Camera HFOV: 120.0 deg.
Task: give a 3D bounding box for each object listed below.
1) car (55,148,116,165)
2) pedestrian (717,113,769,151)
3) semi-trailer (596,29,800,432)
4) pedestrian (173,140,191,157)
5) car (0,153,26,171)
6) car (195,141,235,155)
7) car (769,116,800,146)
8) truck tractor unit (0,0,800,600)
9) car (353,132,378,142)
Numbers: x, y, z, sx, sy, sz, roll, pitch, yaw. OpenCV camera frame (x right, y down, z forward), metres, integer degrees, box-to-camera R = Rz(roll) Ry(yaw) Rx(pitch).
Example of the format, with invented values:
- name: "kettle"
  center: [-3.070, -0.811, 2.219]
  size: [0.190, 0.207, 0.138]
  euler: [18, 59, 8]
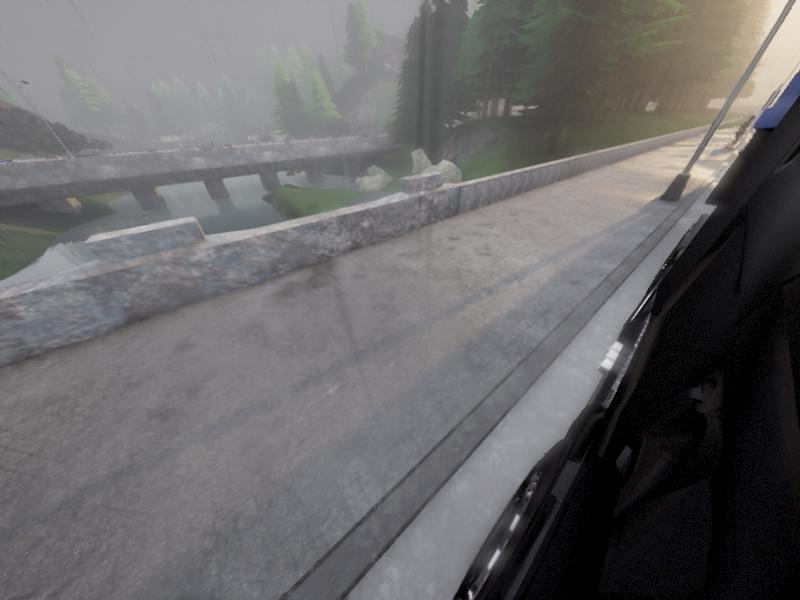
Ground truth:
- name: "car"
  center: [-42.805, -19.727, 31.644]
  size: [4.674, 1.442, 1.812]
  euler: [-27, 43, -28]
- name: "pedestrian"
  center: [21.466, -10.534, 14.522]
  size: [0.751, 1.860, 0.751]
  euler: [-5, 37, -3]
- name: "semi-trailer"
  center: [8.786, -3.551, 4.129]
  size: [14.254, 4.402, 2.717]
  euler: [-27, 43, -29]
- name: "pedestrian"
  center: [-29.030, -20.207, 30.803]
  size: [0.751, 1.860, 0.751]
  euler: [-11, 38, -11]
- name: "car"
  center: [-46.240, -14.974, 25.451]
  size: [5.008, 1.535, 1.882]
  euler: [-27, 43, -28]
- name: "car"
  center: [-28.781, -23.827, 36.111]
  size: [4.514, 1.525, 2.007]
  euler: [-27, 43, -29]
- name: "car"
  center: [29.637, -12.561, 17.108]
  size: [3.988, 1.617, 1.851]
  euler: [-27, 43, -29]
- name: "truck tractor unit"
  center: [2.645, -0.295, 0.352]
  size: [6.516, 4.208, 3.053]
  euler: [-28, 44, -30]
- name: "car"
  center: [-7.286, -34.707, 49.224]
  size: [4.892, 1.490, 1.837]
  euler: [-27, 43, -28]
